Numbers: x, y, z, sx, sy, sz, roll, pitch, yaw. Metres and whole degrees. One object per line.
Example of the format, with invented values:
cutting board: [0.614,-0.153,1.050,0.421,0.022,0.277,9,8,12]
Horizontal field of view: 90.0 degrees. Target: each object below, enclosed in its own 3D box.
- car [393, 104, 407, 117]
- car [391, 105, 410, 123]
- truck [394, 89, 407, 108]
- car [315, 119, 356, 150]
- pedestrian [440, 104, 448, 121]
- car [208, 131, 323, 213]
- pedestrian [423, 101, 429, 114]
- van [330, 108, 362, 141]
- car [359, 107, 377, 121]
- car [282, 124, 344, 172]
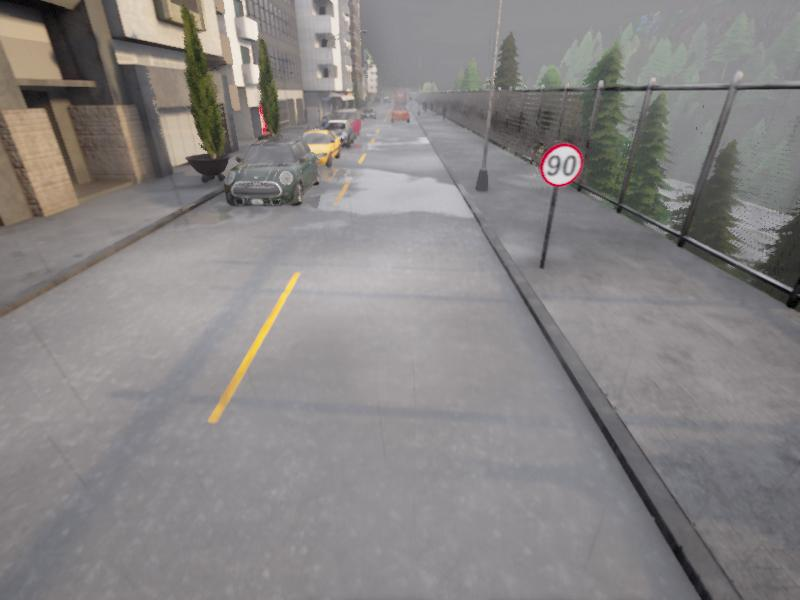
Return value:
car: [0.047,-30.191,63.586,2.152,1.651,5.027,0,27,0]
car: [0.038,-22.435,48.076,2.097,1.767,4.553,0,27,0]
truck: [0.080,-48.573,96.458,2.891,3.827,8.468,0,27,0]
car: [-3.975,-10.581,25.430,1.970,1.475,3.806,0,27,0]
pedestrian: [5.207,-22.101,47.132,0.751,1.860,0.751,1,27,2]
car: [-3.985,-4.286,12.896,2.097,1.767,4.553,0,27,0]
pedestrian: [4.083,-30.662,63.695,0.751,1.860,0.751,-3,27,-6]
van: [-3.972,-13.339,30.214,1.775,1.987,4.442,0,27,0]
car: [-3.960,-23.615,50.661,1.970,1.475,3.806,0,27,0]
car: [-3.981,-7.457,19.268,1.801,1.575,5.366,0,27,0]
